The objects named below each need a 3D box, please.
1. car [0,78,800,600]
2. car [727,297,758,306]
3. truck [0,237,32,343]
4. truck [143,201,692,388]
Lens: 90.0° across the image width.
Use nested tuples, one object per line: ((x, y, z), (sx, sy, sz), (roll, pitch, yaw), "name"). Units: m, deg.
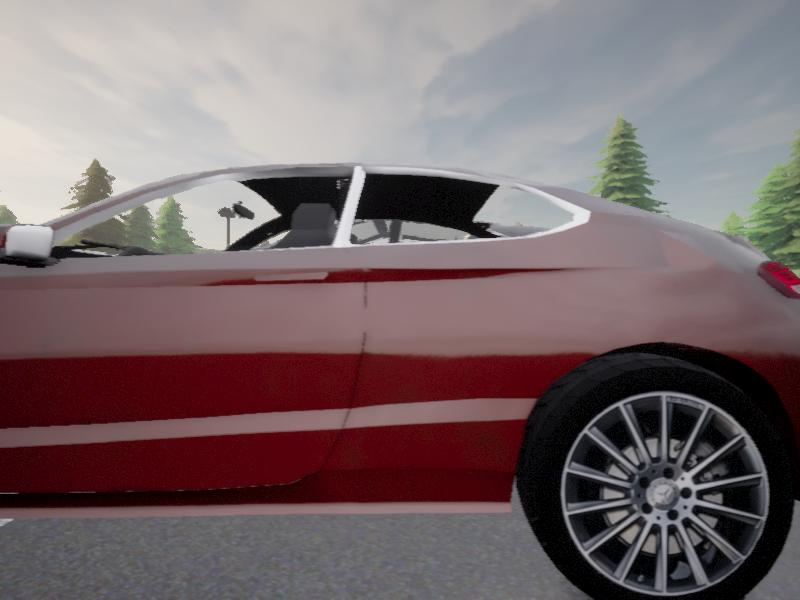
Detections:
((-0.686, 0.182, 2.287), (5.027, 1.651, 2.152), (0, 0, 1), "car")
((60.573, 0.232, 70.661), (5.027, 1.651, 2.152), (0, 0, -23), "car")
((-10.677, -0.231, 7.550), (2.627, 2.467, 5.204), (0, 0, 1), "truck")
((0.183, -0.058, 5.770), (6.274, 2.098, 2.390), (0, 0, 1), "truck")
